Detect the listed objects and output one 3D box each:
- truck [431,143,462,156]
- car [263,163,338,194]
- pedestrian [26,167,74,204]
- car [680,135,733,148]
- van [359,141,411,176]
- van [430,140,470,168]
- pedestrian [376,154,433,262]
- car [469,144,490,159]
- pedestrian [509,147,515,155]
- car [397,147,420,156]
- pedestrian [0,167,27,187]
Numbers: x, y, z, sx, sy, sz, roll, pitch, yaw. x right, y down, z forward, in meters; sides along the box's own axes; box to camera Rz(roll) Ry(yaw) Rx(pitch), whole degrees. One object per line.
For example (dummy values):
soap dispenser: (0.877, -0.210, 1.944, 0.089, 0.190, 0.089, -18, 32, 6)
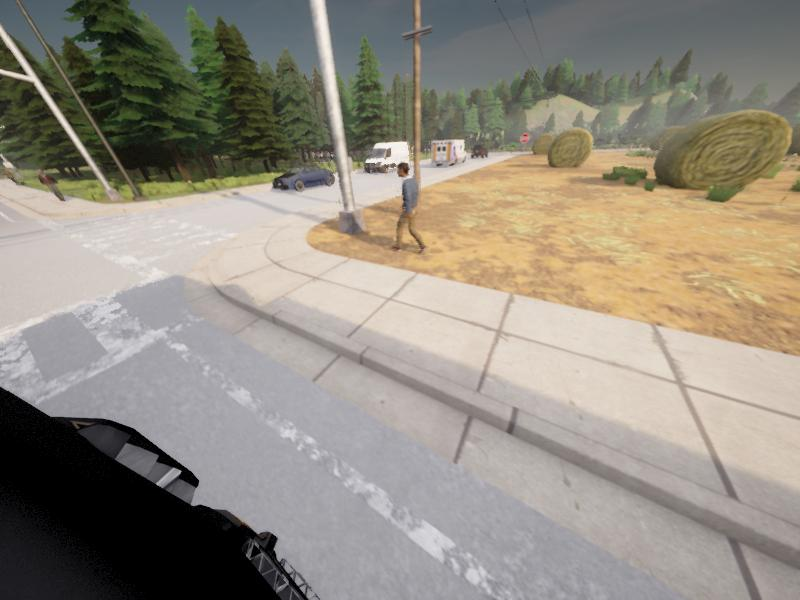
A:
truck: (10.089, -32.910, 50.493, 6.274, 2.098, 2.390, 23, 41, 33)
car: (-6.609, -8.427, 15.871, 1.994, 1.385, 4.181, 17, 38, 27)
pedestrian: (-20.882, -6.864, 13.826, 0.751, 1.860, 0.751, 21, 41, 31)
car: (45.048, -23.420, 34.153, 4.193, 1.474, 1.816, 19, 39, 29)
van: (-1.236, -14.076, 22.856, 1.988, 2.561, 5.915, 17, 38, 27)
van: (5.932, -17.115, 26.950, 2.351, 2.431, 6.366, 17, 38, 27)
pedestrian: (0.134, -1.853, 4.710, 0.751, 1.860, 0.751, 17, 38, 27)
car: (12.365, -23.035, 35.791, 1.905, 1.878, 3.866, 17, 38, 27)
pedestrian: (18.499, -24.655, 38.136, 0.500, 1.100, 0.500, 26, 43, 36)
car: (1.945, -35.732, 55.757, 5.238, 1.638, 1.930, 19, 39, 29)
pedestrian: (-43.955, -13.903, 26.141, 0.751, 1.860, 0.751, 5, 35, 12)
